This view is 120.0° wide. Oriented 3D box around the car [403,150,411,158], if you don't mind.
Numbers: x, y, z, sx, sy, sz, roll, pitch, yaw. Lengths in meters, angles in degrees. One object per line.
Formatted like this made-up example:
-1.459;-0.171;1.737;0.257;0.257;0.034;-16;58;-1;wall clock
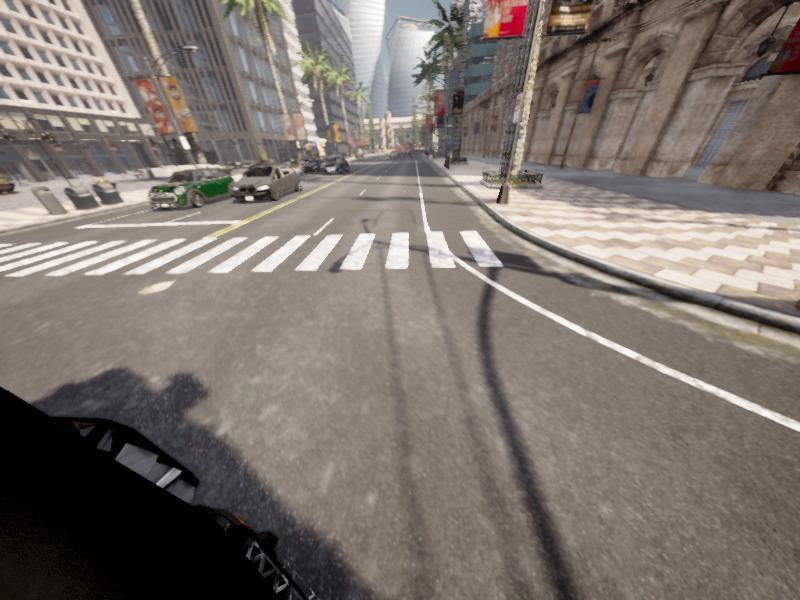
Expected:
1.890;-38.784;61.242;2.128;1.511;4.902;-1;33;3;car

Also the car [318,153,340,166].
-12.614;-25.182;41.408;2.185;1.767;4.553;-1;33;3;car

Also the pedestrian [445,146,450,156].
10.304;-32.187;49.990;0.751;1.860;0.751;1;34;6;pedestrian

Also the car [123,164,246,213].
-11.159;-6.236;12.599;2.097;1.767;4.553;0;33;4;car

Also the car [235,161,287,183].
-13.739;-12.932;23.213;2.163;1.488;4.792;-1;33;3;car

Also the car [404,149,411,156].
2.358;-45.726;71.679;1.801;1.575;5.366;-1;33;3;car

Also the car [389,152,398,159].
-1.699;-37.230;59.324;1.895;1.301;4.718;-1;33;3;car

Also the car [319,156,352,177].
-6.910;-14.795;25.412;2.033;1.649;4.856;0;33;4;car

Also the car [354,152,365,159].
-11.498;-41.284;65.952;2.231;1.521;4.892;-1;33;3;car

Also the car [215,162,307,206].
-7.608;-6.863;13.396;2.242;1.667;4.611;0;34;3;car

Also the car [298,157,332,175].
-10.249;-16.462;28.264;2.038;1.542;4.974;0;33;4;car
